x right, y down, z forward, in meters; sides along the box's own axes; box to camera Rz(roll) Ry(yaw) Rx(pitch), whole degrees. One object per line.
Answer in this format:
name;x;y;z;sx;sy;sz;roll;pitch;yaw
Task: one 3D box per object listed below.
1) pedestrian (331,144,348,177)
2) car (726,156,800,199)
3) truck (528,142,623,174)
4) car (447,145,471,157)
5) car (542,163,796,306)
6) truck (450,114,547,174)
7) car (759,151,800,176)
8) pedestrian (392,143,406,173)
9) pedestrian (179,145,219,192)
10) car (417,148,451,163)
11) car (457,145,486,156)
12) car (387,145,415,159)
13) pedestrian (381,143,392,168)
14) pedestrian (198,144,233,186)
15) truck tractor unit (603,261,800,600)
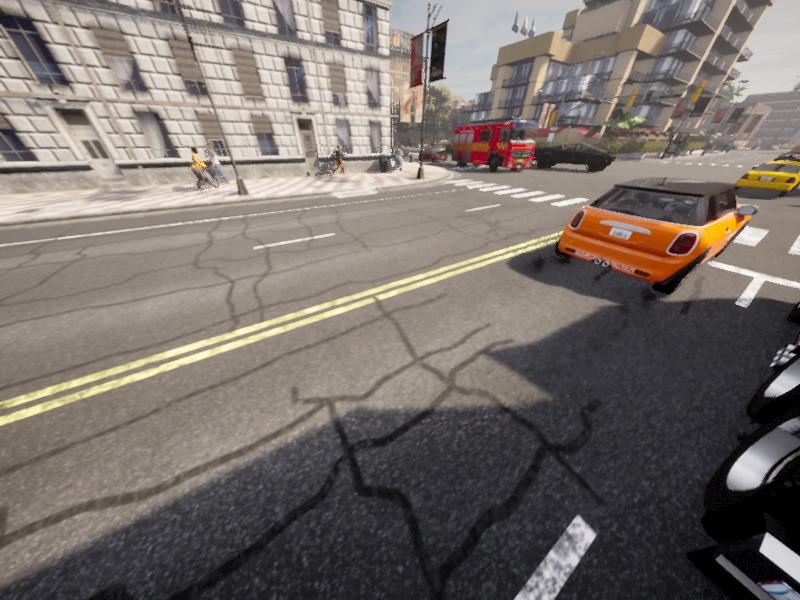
pedestrian;-4.065;-9.412;15.557;0.751;1.860;0.751;-15;38;-21
car;20.182;-6.713;12.436;5.366;1.575;1.801;-19;39;-26
truck;15.675;-13.076;21.090;6.274;2.098;2.390;30;44;35
car;9.960;-25.484;39.350;1.789;1.549;3.705;-19;39;-26
car;5.784;-1.814;5.088;4.553;1.767;2.097;-19;39;-26
truck;8.375;-14.554;21.642;2.891;3.827;8.468;-12;37;-18
car;33.599;-11.702;19.698;3.988;1.617;1.851;-14;37;-19
pedestrian;-0.098;-10.577;17.266;0.751;1.860;0.751;-19;39;-26
pedestrian;-9.448;-6.229;10.937;0.751;1.860;0.751;-20;39;-26
car;4.189;-18.318;29.166;1.994;1.385;4.181;-18;39;-24
car;12.670;-26.744;41.236;1.837;1.490;4.892;-19;39;-26
car;0.018;-22.190;34.586;1.837;1.490;4.892;-19;39;-26
pedestrian;-1.205;-13.075;20.846;0.751;1.860;0.751;-18;39;-25
pedestrian;-9.788;-7.201;12.332;0.751;1.860;0.751;-14;37;-20
truck tractor unit;5.104;-0.307;0.791;6.516;4.208;3.053;-19;39;-24
